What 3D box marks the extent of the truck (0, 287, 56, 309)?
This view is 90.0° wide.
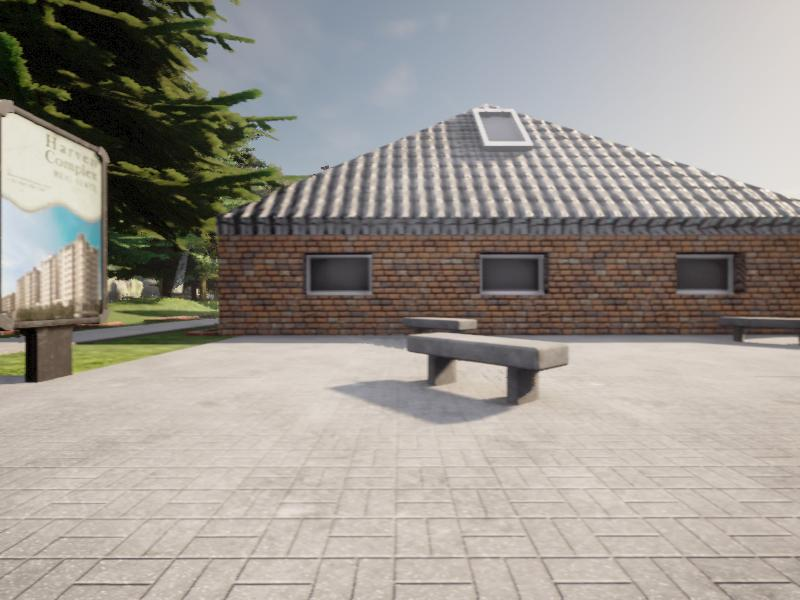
[{"bbox_3d":[-42.940,-0.174,45.824,2.627,2.467,5.204,0,-1,0],"label":"truck"}]
